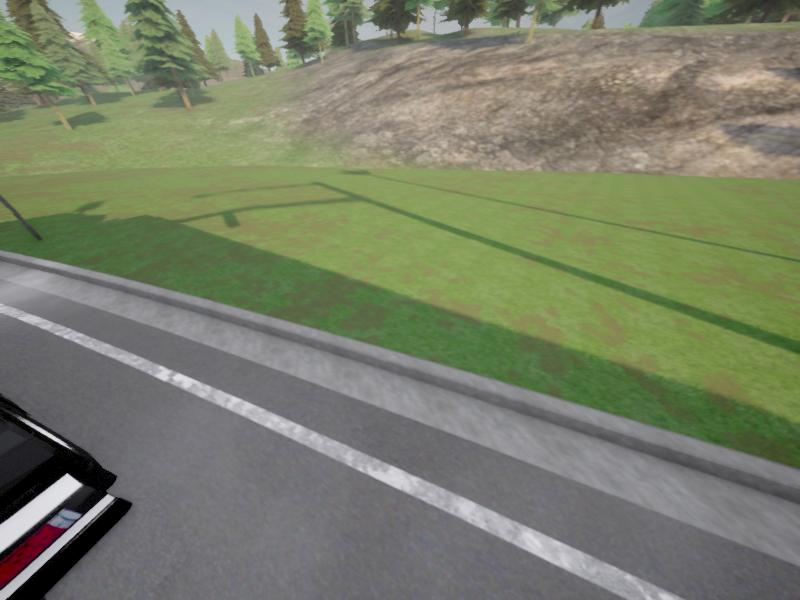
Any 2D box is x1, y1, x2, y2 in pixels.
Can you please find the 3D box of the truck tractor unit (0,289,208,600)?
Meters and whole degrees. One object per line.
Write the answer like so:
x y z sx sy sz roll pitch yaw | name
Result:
-5.257 -0.119 0.537 6.516 4.208 3.053 12 37 17 | truck tractor unit
